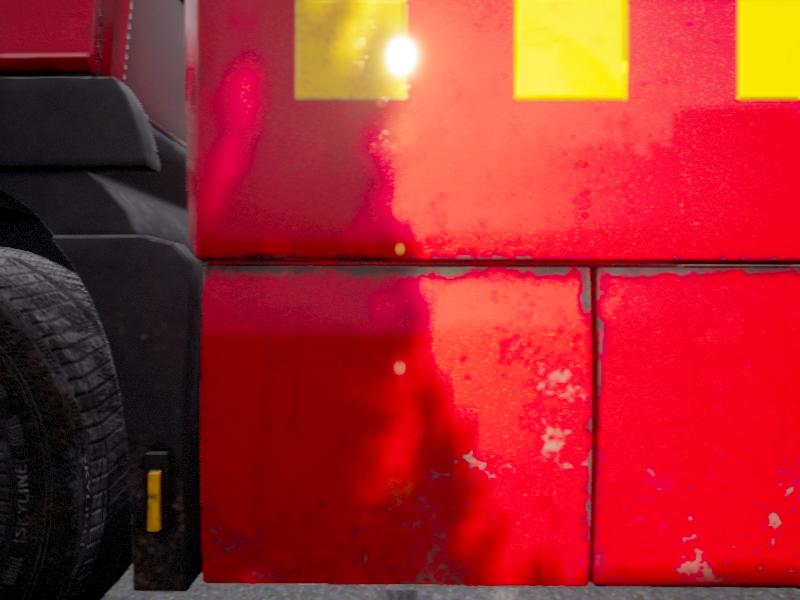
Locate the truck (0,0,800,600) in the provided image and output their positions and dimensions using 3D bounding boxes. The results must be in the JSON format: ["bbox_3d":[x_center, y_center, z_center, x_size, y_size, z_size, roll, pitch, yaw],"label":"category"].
[{"bbox_3d":[1.360,-0.916,2.195,8.468,3.827,2.891,0,0,0],"label":"truck"}]

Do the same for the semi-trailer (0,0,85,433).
[{"bbox_3d":[-9.995,-1.268,2.320,14.254,4.402,2.717,0,0,0],"label":"semi-trailer"}]
